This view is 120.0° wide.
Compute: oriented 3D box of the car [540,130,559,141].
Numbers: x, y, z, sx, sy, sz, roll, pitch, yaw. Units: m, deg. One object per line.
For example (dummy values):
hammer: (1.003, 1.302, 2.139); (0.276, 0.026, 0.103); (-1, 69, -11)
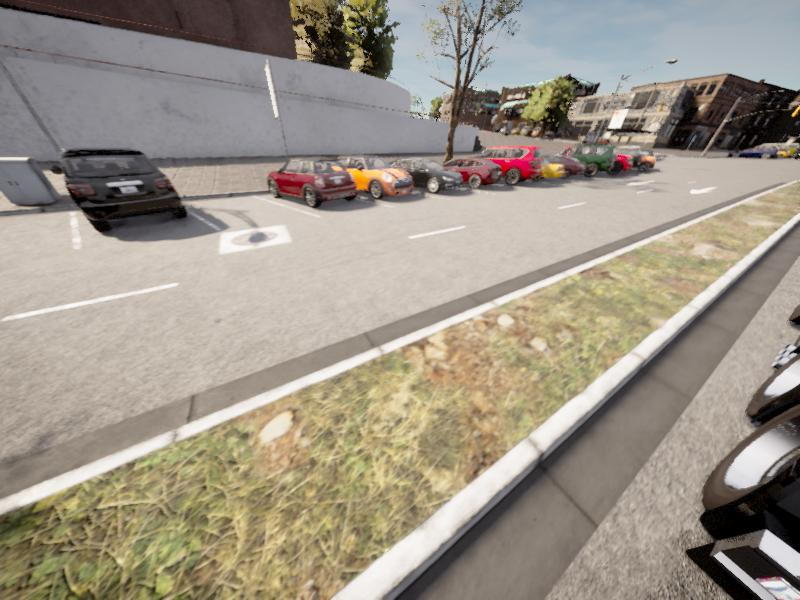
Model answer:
car: (33.682, -36.973, 51.950); (2.231, 1.521, 4.892); (31, 44, 28)

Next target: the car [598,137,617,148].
car: (39.600, -30.040, 44.013); (2.002, 1.452, 4.674); (31, 44, 28)

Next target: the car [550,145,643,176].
car: (16.790, -12.198, 20.042); (5.566, 2.045, 2.435); (25, 41, 32)

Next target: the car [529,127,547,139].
car: (32.160, -38.829, 53.730); (1.878, 1.987, 4.442); (31, 44, 28)

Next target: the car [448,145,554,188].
car: (6.306, -8.881, 15.113); (5.566, 2.045, 2.435); (25, 42, 32)

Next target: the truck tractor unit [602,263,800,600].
truck tractor unit: (5.114, -0.297, 0.784); (6.516, 4.208, 3.053); (-18, 39, -24)

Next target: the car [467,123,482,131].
car: (21.919, -50.857, 67.976); (1.946, 1.575, 5.366); (30, 44, 28)

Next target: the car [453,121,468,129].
car: (18.748, -54.310, 71.730); (2.185, 1.767, 4.553); (30, 43, 28)

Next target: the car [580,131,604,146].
car: (38.157, -32.006, 45.842); (2.435, 2.045, 5.566); (31, 44, 28)

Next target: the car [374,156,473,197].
car: (1.127, -6.991, 12.761); (4.892, 1.521, 2.231); (25, 41, 32)

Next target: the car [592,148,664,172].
car: (22.041, -13.729, 22.547); (4.553, 1.767, 2.185); (26, 42, 33)

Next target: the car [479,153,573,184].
car: (8.788, -9.569, 16.579); (5.366, 1.575, 1.946); (25, 42, 32)

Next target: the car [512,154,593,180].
car: (11.538, -10.299, 17.741); (4.674, 1.452, 2.002); (25, 42, 32)

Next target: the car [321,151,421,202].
car: (-1.492, -6.265, 11.462); (4.553, 1.767, 2.185); (25, 41, 32)

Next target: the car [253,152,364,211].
car: (-4.047, -5.397, 10.182); (4.553, 1.767, 2.185); (25, 42, 32)

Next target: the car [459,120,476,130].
car: (20.297, -52.679, 69.665); (2.435, 2.045, 5.566); (31, 44, 27)

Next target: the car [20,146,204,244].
car: (-9.295, -3.831, 7.663); (5.566, 2.045, 2.435); (25, 42, 32)

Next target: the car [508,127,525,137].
car: (29.372, -42.242, 58.049); (1.946, 1.575, 5.366); (31, 44, 28)

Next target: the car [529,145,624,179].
car: (14.125, -11.385, 18.833); (5.566, 2.045, 2.435); (25, 42, 32)

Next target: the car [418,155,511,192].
car: (3.703, -7.811, 14.026); (4.792, 1.488, 2.163); (25, 42, 32)

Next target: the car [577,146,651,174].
car: (19.476, -12.968, 21.235); (4.442, 1.987, 1.878); (26, 41, 33)

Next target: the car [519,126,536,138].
car: (30.677, -40.559, 55.725); (1.878, 1.987, 4.442); (31, 44, 28)
